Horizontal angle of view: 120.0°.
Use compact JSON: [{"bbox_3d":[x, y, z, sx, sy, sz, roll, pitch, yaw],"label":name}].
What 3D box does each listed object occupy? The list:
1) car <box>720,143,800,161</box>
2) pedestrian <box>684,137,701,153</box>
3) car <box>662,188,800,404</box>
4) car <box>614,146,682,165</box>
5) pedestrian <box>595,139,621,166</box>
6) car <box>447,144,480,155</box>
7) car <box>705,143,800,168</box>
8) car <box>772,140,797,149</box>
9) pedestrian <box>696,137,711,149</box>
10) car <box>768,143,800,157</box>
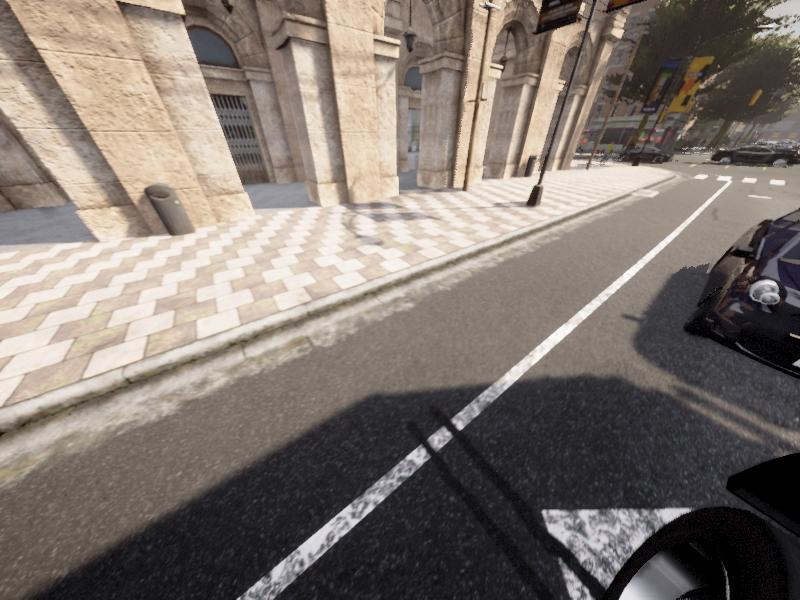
[{"bbox_3d":[41.029,-17.026,26.441,2.128,1.511,4.902,-23,41,-29],"label":"car"},{"bbox_3d":[43.538,-23.076,34.403,0.751,1.860,0.751,-21,40,-26],"label":"pedestrian"},{"bbox_3d":[5.448,-0.249,2.906,3.633,1.501,1.845,-24,42,-30],"label":"car"},{"bbox_3d":[25.099,-14.801,23.537,1.994,1.385,4.181,-23,41,-29],"label":"car"},{"bbox_3d":[17.487,-12.400,19.456,0.751,1.860,0.751,-11,36,-14],"label":"pedestrian"},{"bbox_3d":[9.783,-23.530,36.113,1.895,1.301,4.718,-23,41,-29],"label":"car"},{"bbox_3d":[31.940,-12.986,20.666,1.930,1.638,5.238,-23,41,-29],"label":"car"},{"bbox_3d":[79.445,-32.248,47.799,4.902,1.511,2.128,-23,41,-29],"label":"car"},{"bbox_3d":[58.621,-30.400,44.678,0.751,1.860,0.751,-2,35,-2],"label":"pedestrian"},{"bbox_3d":[51.117,-19.964,30.634,4.181,1.385,1.994,-23,41,-29],"label":"car"}]
